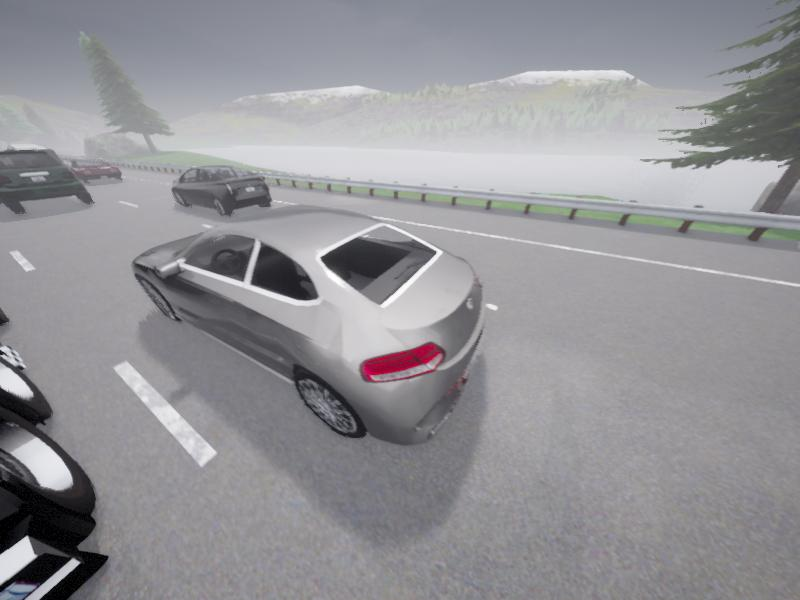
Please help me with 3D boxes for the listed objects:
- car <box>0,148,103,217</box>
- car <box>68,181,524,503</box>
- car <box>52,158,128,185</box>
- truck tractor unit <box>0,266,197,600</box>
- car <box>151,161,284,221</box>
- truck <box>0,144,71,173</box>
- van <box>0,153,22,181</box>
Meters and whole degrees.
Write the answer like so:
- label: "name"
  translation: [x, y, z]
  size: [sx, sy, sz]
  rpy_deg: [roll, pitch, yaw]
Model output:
- label: "car"
  translation: [-15.659, -5.111, 9.695]
  size: [5.566, 2.045, 2.150]
  rpy_deg: [17, 39, 25]
- label: "car"
  translation: [-1.445, -0.350, 3.103]
  size: [5.027, 1.651, 2.152]
  rpy_deg: [18, 39, 24]
- label: "car"
  translation: [-21.334, -8.931, 15.905]
  size: [4.718, 1.301, 1.895]
  rpy_deg: [18, 39, 24]
- label: "truck tractor unit"
  translation: [-5.114, -0.297, 0.779]
  size: [6.516, 4.208, 3.053]
  rpy_deg: [18, 39, 24]
- label: "car"
  translation: [-7.166, -4.458, 9.142]
  size: [4.514, 1.525, 2.007]
  rpy_deg: [18, 39, 24]
- label: "truck"
  translation: [-35.352, -13.779, 22.299]
  size: [6.274, 2.098, 2.390]
  rpy_deg: [18, 39, 24]
- label: "van"
  translation: [-30.292, -9.820, 16.615]
  size: [4.480, 2.038, 2.069]
  rpy_deg: [18, 39, 24]
